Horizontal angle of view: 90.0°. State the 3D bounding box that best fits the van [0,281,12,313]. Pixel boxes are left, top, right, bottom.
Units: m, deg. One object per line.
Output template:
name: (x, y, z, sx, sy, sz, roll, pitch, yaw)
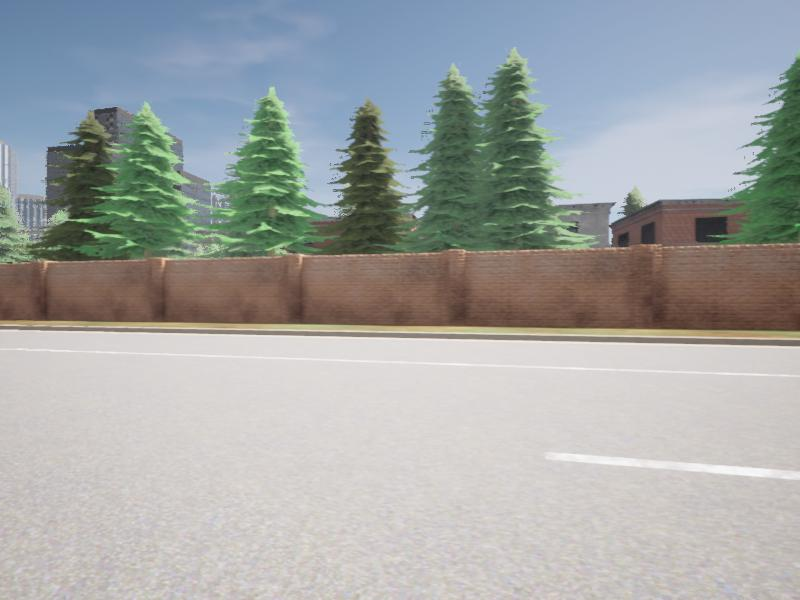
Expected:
van: (-31.607, -0.222, 27.822, 2.351, 2.431, 6.366, 0, 0, 12)
